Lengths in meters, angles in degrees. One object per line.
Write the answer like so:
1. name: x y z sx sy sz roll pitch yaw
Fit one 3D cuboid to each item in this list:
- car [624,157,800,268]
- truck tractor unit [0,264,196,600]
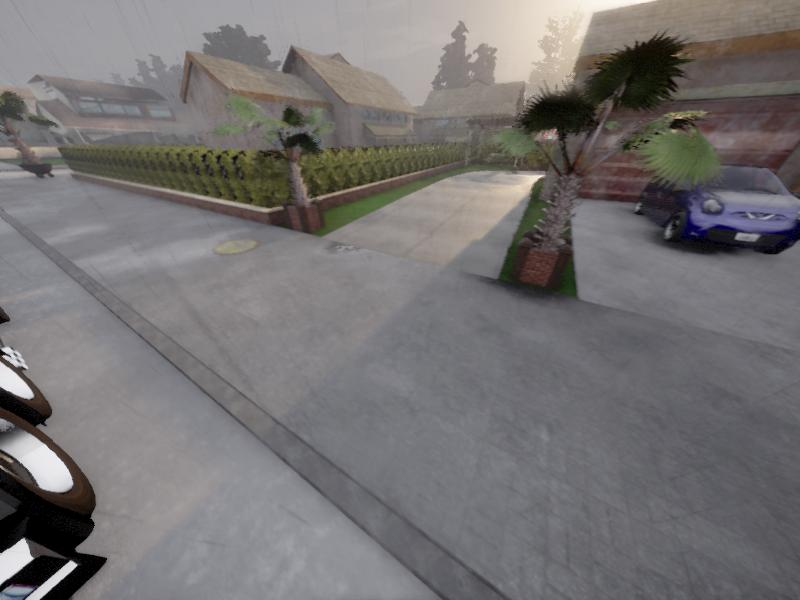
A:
1. car: 7.324 -2.365 5.459 1.845 1.501 3.633 16 38 22
2. truck tractor unit: -5.116 -0.293 0.796 6.516 4.208 3.053 18 39 24
